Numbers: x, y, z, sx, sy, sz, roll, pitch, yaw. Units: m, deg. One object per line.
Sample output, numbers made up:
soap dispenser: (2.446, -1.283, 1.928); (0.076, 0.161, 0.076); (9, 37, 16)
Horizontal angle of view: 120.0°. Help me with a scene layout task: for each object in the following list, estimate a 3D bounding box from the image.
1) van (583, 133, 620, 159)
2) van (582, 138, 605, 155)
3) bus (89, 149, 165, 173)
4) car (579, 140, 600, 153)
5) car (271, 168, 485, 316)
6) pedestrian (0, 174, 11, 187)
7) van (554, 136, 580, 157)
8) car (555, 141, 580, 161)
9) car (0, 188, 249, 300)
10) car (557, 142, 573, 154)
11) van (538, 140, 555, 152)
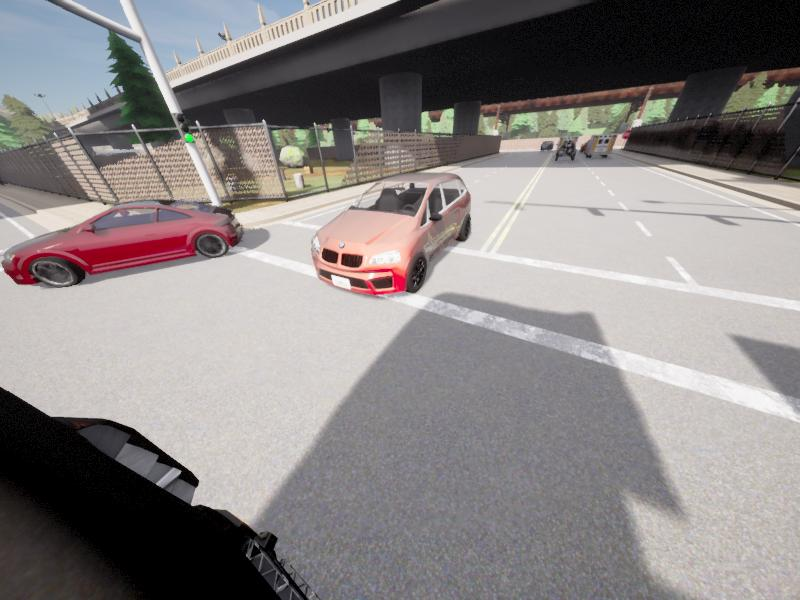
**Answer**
van: (25.639, -19.833, 29.748); (2.351, 2.431, 6.366); (16, 38, 26)
van: (29.534, -23.525, 35.413); (1.775, 1.987, 4.442); (16, 38, 26)
bus: (-64.080, -33.059, 54.810); (3.944, 4.253, 10.273); (16, 38, 26)
car: (32.568, -26.462, 39.782); (2.097, 1.767, 4.553); (16, 38, 26)
car: (0.114, -1.849, 5.255); (2.242, 1.667, 4.611); (16, 37, 26)
pedestrian: (-48.192, -14.650, 27.624); (0.751, 1.860, 0.751); (14, 37, 24)
van: (25.597, -23.672, 35.534); (2.351, 2.431, 6.366); (16, 38, 26)
car: (20.565, -18.421, 28.500); (1.932, 1.855, 4.605); (16, 38, 26)
car: (-6.359, -1.663, 5.712); (4.181, 1.385, 1.994); (-19, 36, -22)
car: (29.372, -27.073, 41.114); (1.851, 1.617, 3.988); (16, 38, 26)
van: (31.095, -32.641, 49.030); (1.775, 1.987, 4.442); (21, 40, 32)
